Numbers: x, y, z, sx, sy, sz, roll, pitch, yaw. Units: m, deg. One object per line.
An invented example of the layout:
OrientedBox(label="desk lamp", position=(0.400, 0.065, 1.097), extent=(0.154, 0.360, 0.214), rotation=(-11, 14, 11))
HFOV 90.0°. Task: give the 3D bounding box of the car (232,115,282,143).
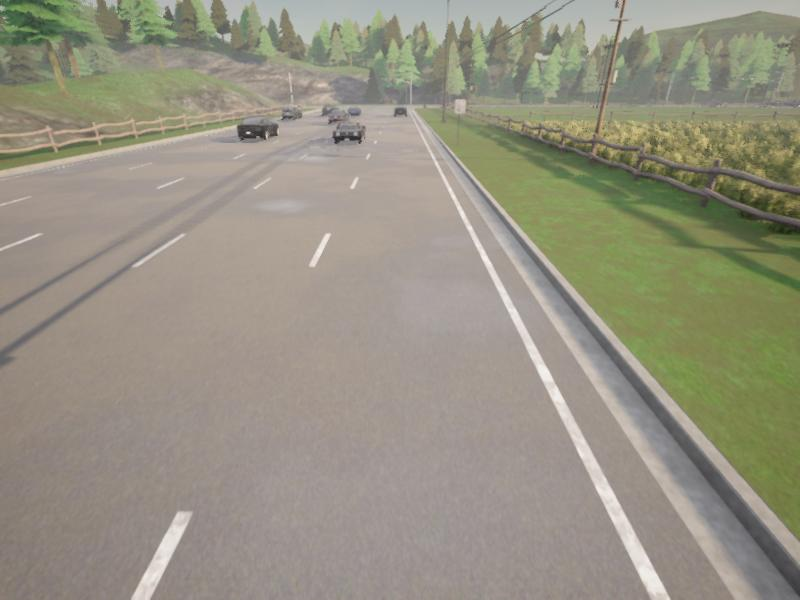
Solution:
OrientedBox(label="car", position=(-10.460, -12.787, 29.732), extent=(1.882, 1.535, 5.008), rotation=(0, 27, 0))

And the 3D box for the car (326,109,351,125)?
OrientedBox(label="car", position=(-6.938, -20.836, 45.479), extent=(2.033, 1.411, 5.357), rotation=(0, 27, 0))

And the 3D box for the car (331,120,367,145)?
OrientedBox(label="car", position=(-3.463, -11.831, 28.127), extent=(1.895, 1.301, 4.718), rotation=(0, 27, 0))

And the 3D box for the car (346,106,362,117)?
OrientedBox(label="car", position=(-6.919, -28.609, 60.550), extent=(1.994, 1.385, 4.181), rotation=(0, 27, 0))

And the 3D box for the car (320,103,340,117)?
OrientedBox(label="car", position=(-10.420, -28.610, 60.128), extent=(2.097, 1.767, 4.553), rotation=(0, 28, 0))

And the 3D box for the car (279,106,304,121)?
OrientedBox(label="car", position=(-13.931, -24.066, 51.612), extent=(2.007, 1.525, 4.514), rotation=(0, 27, 0))

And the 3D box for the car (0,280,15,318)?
OrientedBox(label="car", position=(-6.994, 0.311, 4.344), extent=(1.845, 1.501, 3.633), rotation=(0, 27, 0))

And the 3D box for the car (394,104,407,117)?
OrientedBox(label="car", position=(0.081, -29.010, 61.038), extent=(1.930, 1.638, 5.238), rotation=(0, 27, 0))
